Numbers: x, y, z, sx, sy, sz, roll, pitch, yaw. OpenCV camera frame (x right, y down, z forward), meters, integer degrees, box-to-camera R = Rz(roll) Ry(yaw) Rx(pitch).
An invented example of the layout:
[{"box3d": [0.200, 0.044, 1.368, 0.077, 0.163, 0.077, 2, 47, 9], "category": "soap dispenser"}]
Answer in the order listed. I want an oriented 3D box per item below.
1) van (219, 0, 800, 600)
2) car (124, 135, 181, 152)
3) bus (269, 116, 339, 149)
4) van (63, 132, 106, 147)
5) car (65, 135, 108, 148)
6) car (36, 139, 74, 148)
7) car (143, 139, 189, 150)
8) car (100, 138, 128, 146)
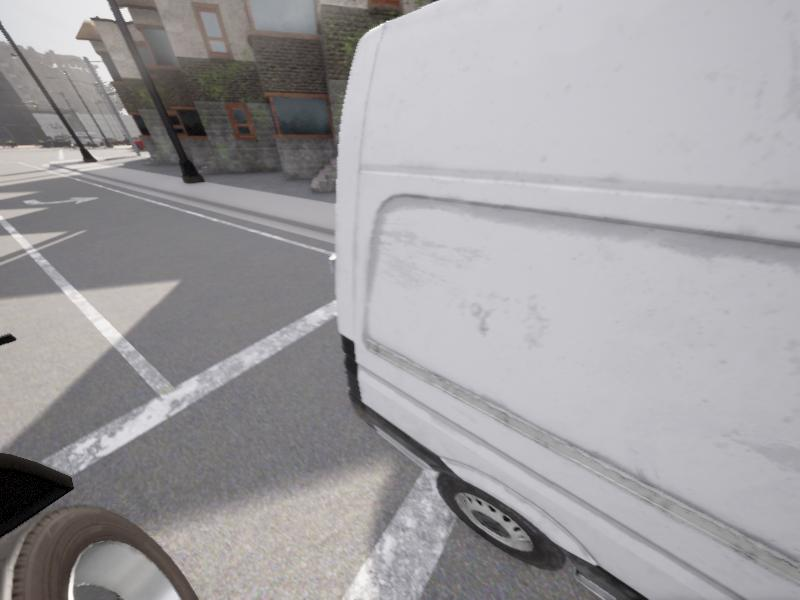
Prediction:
[{"box3d": [2.518, 0.669, 0.760, 5.915, 2.561, 1.988, 21, 40, 26], "category": "van"}, {"box3d": [-39.158, -24.961, 36.772, 5.566, 2.045, 2.150, -8, 36, -11], "category": "car"}, {"box3d": [-16.353, -29.398, 40.562, 10.273, 4.253, 3.944, -10, 37, -11], "category": "bus"}, {"box3d": [-69.104, -35.331, 50.793, 1.988, 2.561, 5.915, -8, 36, -11], "category": "van"}, {"box3d": [-64.591, -32.899, 47.834, 2.150, 2.045, 5.566, -8, 36, -11], "category": "car"}, {"box3d": [-67.324, -30.676, 45.190, 1.816, 1.474, 4.193, -8, 36, -11], "category": "car"}, {"box3d": [-40.042, -26.724, 39.684, 5.008, 1.535, 1.882, -8, 36, -12], "category": "car"}, {"box3d": [-66.294, -36.716, 53.671, 1.816, 1.474, 4.193, -8, 36, -11], "category": "car"}]
